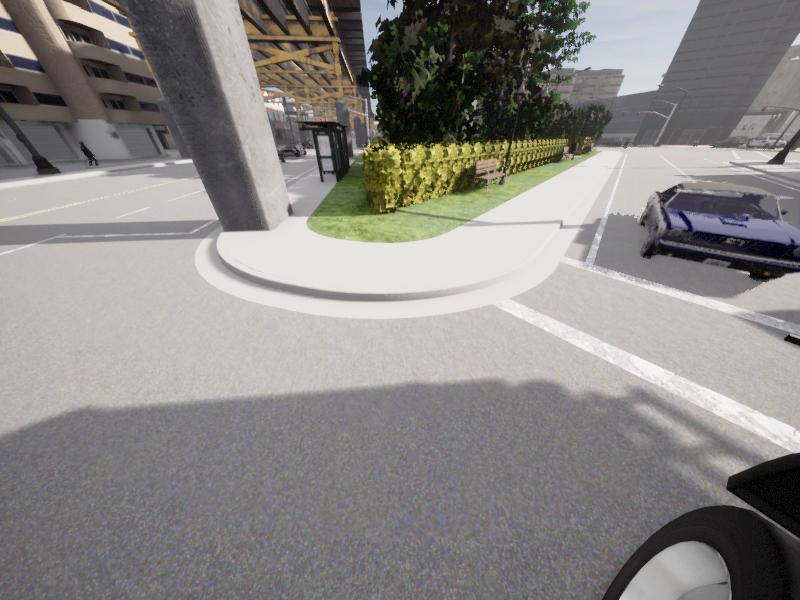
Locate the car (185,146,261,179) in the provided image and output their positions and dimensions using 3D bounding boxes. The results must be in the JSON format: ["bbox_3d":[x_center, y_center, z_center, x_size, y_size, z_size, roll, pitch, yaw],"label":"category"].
[{"bbox_3d":[-12.413,-10.108,16.755,1.930,1.638,5.238,-3,35,-4],"label":"car"}]

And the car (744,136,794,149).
[{"bbox_3d":[71.849,-30.705,45.035,5.566,2.045,2.150,-3,35,-4],"label":"car"}]

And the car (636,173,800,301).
[{"bbox_3d":[7.188,-1.924,5.440,1.895,1.301,4.718,25,43,31],"label":"car"}]

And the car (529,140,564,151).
[{"bbox_3d":[26.569,-28.104,42.038,4.902,1.511,2.128,-3,35,-4],"label":"car"}]

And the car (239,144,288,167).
[{"bbox_3d":[-13.032,-14.167,22.492,2.152,1.651,5.027,-3,36,-4],"label":"car"}]

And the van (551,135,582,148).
[{"bbox_3d":[40.446,-38.828,56.474,2.351,2.431,6.366,-3,35,-4],"label":"van"}]

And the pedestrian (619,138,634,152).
[{"bbox_3d":[36.607,-25.054,37.351,0.751,1.860,0.751,-4,36,-6],"label":"pedestrian"}]

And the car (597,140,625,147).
[{"bbox_3d":[51.123,-38.003,56.062,2.163,1.488,4.792,-3,35,-4],"label":"car"}]

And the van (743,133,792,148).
[{"bbox_3d":[76.316,-33.158,48.044,5.915,2.561,1.988,-3,35,-4],"label":"van"}]

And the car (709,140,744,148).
[{"bbox_3d":[67.505,-32.263,47.743,4.193,1.474,1.816,-3,35,-4],"label":"car"}]

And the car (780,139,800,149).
[{"bbox_3d":[78.997,-30.841,45.688,4.193,1.474,1.816,-3,35,-4],"label":"car"}]
